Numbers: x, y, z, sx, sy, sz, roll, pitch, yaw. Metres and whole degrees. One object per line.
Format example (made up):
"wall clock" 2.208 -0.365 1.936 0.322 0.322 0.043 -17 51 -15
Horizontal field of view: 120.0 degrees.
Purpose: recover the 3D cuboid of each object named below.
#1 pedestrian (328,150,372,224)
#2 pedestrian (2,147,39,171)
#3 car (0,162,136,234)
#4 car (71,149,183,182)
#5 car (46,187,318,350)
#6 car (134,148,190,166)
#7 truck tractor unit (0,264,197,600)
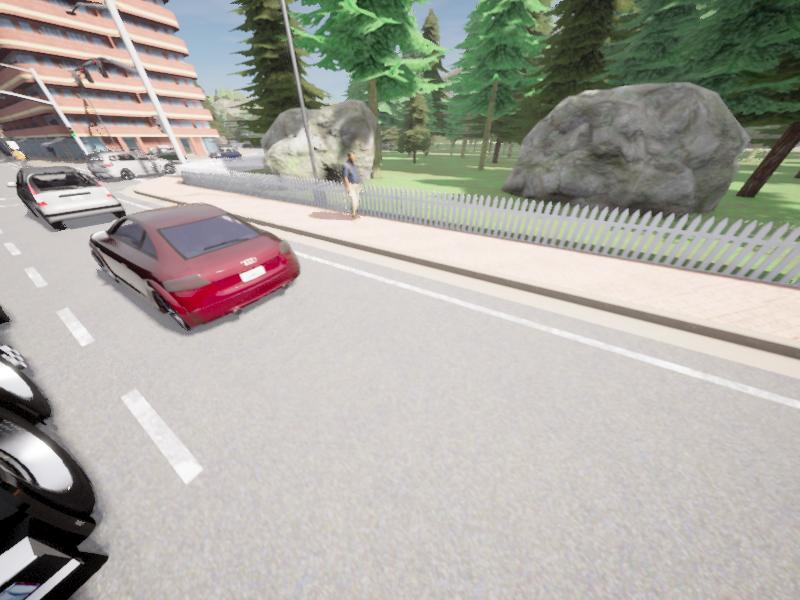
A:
"pedestrian" -1.432 -3.343 6.877 0.751 1.860 0.751 18 39 24
"pedestrian" -35.445 -13.215 21.599 0.751 1.860 0.751 7 36 10
"car" -11.610 -3.676 7.969 3.988 1.617 1.851 19 39 25
"car" -19.341 -9.881 16.815 2.242 1.667 4.611 6 36 10
"car" -3.907 -0.999 4.270 4.181 1.385 1.994 19 39 25
"car" -26.422 -16.062 25.832 1.789 1.549 3.705 11 36 15
"truck tractor unit" -5.109 -0.302 0.777 6.516 4.208 3.053 18 39 24
